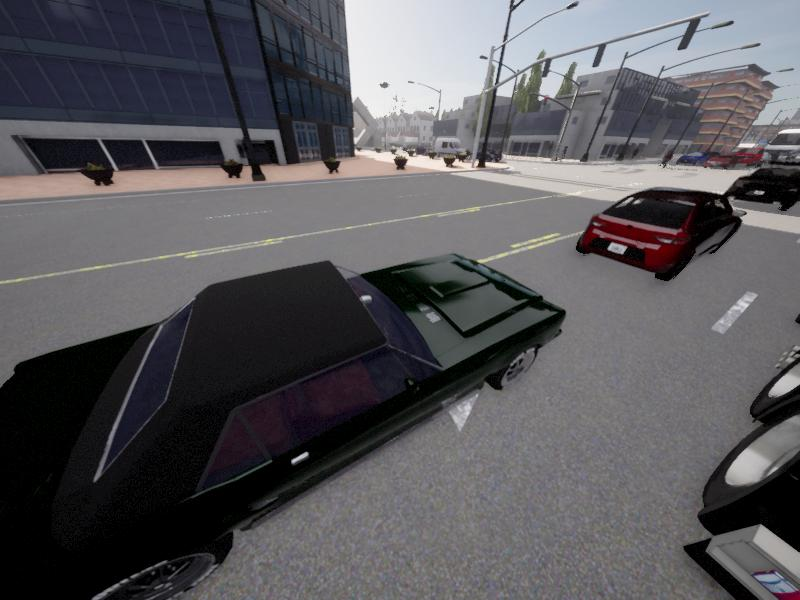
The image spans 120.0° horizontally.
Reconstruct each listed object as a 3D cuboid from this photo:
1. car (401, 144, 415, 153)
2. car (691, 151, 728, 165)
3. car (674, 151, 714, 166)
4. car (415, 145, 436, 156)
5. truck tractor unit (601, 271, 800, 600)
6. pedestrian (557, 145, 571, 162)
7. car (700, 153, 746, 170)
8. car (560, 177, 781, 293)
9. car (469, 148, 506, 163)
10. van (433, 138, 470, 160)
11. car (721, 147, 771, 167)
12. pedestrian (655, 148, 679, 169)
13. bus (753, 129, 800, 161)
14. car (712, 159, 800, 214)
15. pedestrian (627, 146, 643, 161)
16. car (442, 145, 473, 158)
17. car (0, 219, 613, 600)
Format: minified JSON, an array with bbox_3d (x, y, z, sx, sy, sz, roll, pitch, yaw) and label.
[{"bbox_3d":[1.732,-34.454,52.514,1.816,1.474,4.193,-9,36,-15],"label":"car"},{"bbox_3d":[45.065,-20.735,33.640,4.892,1.490,1.837,-18,39,-24],"label":"car"},{"bbox_3d":[39.419,-18.996,30.966,5.008,1.535,1.882,-17,38,-24],"label":"car"},{"bbox_3d":[4.371,-26.066,40.316,1.845,1.501,3.633,-17,39,-25],"label":"car"},{"bbox_3d":[5.120,-0.292,0.761,6.516,4.208,3.053,-18,39,-23],"label":"truck tractor unit"},{"bbox_3d":[20.928,-18.720,29.505,0.751,1.860,0.751,16,37,21],"label":"pedestrian"},{"bbox_3d":[37.203,-15.968,26.610,4.674,1.442,1.812,-18,39,-24],"label":"car"},{"bbox_3d":[6.094,-1.760,5.291,4.193,1.474,1.816,-18,39,-24],"label":"car"},{"bbox_3d":[11.317,-18.958,30.210,1.816,1.474,4.193,-17,38,-24],"label":"car"},{"bbox_3d":[7.695,-23.146,35.266,1.988,2.561,5.915,-17,38,-24],"label":"van"},{"bbox_3d":[45.491,-18.804,30.372,5.566,2.045,2.150,-17,38,-24],"label":"car"},{"bbox_3d":[28.782,-15.261,24.961,0.751,1.860,0.751,12,36,16],"label":"pedestrian"},{"bbox_3d":[66.519,-26.498,39.339,10.273,4.253,3.944,-18,39,-23],"label":"bus"},{"bbox_3d":[16.696,-5.204,10.270,5.238,1.638,1.930,-18,39,-25],"label":"car"},{"bbox_3d":[34.898,-21.749,34.315,0.751,1.860,0.751,-17,38,-24],"label":"pedestrian"},{"bbox_3d":[9.556,-24.903,38.677,1.930,1.638,5.238,-17,38,-24],"label":"car"},{"bbox_3d":[-0.543,0.433,2.238,4.718,1.301,1.895,-18,39,-24],"label":"car"}]
